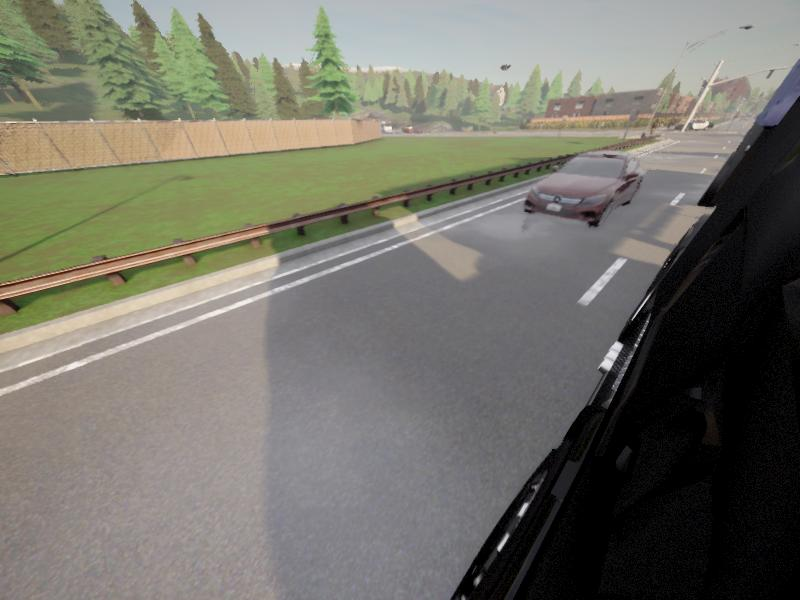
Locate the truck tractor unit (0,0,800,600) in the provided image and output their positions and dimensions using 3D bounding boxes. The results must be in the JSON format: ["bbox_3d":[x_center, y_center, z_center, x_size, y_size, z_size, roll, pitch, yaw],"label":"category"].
[{"bbox_3d":[2.645,-0.295,0.351,6.516,4.208,3.053,-28,44,-30],"label":"truck tractor unit"}]

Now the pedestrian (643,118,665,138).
[{"bbox_3d":[29.705,-20.098,27.036,0.751,1.860,0.751,-5,37,-3],"label":"pedestrian"}]

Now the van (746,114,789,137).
[{"bbox_3d":[41.632,-19.846,26.263,4.442,1.987,1.775,-28,44,-30],"label":"van"}]

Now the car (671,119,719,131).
[{"bbox_3d":[52.748,-31.363,41.433,4.974,1.542,2.038,3,37,7],"label":"car"}]

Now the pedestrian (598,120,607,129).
[{"bbox_3d":[48.372,-41.964,55.240,0.751,1.860,0.751,-27,44,-30],"label":"pedestrian"}]

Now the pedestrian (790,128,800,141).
[{"bbox_3d":[35.983,-15.167,20.381,0.751,1.860,0.751,-27,43,-29],"label":"pedestrian"}]

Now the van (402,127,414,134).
[{"bbox_3d":[2.885,-62.352,84.974,2.069,2.038,4.480,-27,43,-29],"label":"van"}]

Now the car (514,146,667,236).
[{"bbox_3d":[5.547,-3.405,6.666,4.674,1.442,1.812,-28,44,-30],"label":"car"}]

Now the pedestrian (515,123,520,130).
[{"bbox_3d":[37.141,-54.914,73.110,0.751,1.860,0.751,5,37,10],"label":"pedestrian"}]

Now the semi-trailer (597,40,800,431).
[{"bbox_3d":[8.726,-3.566,4.230,14.254,4.402,2.717,-28,44,-30],"label":"semi-trailer"}]
